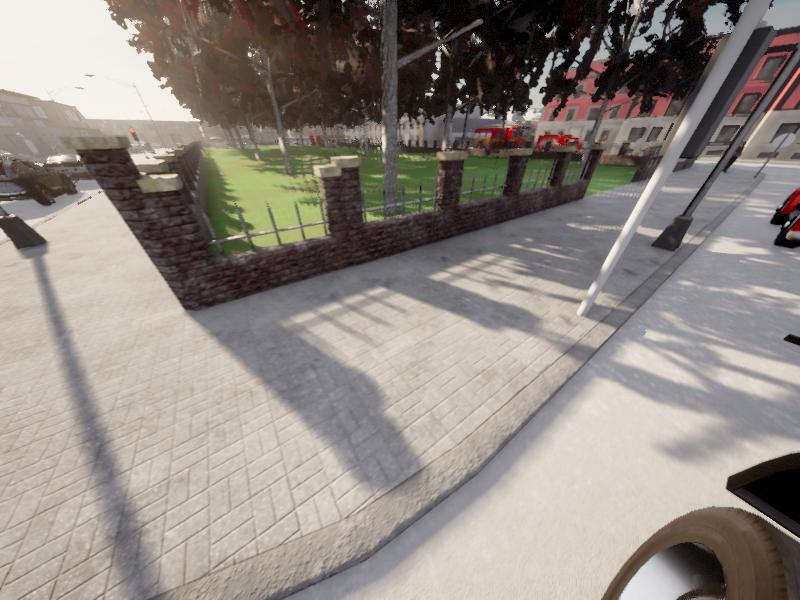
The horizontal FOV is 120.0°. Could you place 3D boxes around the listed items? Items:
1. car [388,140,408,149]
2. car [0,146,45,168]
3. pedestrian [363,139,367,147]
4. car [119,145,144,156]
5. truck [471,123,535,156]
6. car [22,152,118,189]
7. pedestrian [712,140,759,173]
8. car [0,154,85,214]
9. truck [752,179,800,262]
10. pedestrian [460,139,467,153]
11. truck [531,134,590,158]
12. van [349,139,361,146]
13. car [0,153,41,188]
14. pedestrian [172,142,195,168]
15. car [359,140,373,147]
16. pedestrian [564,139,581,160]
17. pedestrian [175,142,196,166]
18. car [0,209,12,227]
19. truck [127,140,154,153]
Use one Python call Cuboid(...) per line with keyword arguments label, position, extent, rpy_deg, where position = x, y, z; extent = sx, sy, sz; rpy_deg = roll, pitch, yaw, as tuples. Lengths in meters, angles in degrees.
Cuboid(label="car", position=(-0.495, -37.681, 55.991), extent=(2.152, 1.651, 5.027), rpy_deg=(-23, 42, -29))
Cuboid(label="car", position=(-38.446, -13.453, 21.828), extent=(4.856, 1.649, 2.033), rpy_deg=(-15, 38, -20))
Cuboid(label="pedestrian", position=(-8.864, -39.849, 58.624), extent=(0.751, 1.860, 0.751), rpy_deg=(-22, 40, -27))
Cuboid(label="car", position=(-48.220, -26.943, 41.556), extent=(1.812, 1.442, 4.674), rpy_deg=(-22, 41, -28))
Cuboid(label="truck", position=(15.682, -25.189, 36.189), extent=(2.891, 3.827, 8.468), rpy_deg=(-22, 41, -28))
Cuboid(label="car", position=(-19.995, -8.207, 14.368), extent=(2.128, 1.511, 4.902), rpy_deg=(-24, 42, -30))
Cuboid(label="pedestrian", position=(22.716, -9.708, 15.684), extent=(0.751, 1.860, 0.751), rpy_deg=(4, 35, 6))
Cuboid(label="car", position=(-16.119, -5.006, 9.702), extent=(2.033, 1.649, 4.856), rpy_deg=(-23, 41, -29))
Cuboid(label="truck", position=(11.187, -2.396, 5.092), extent=(5.204, 2.467, 2.627), rpy_deg=(-22, 41, -28))
Cuboid(label="pedestrian", position=(9.996, -24.336, 36.505), extent=(0.751, 1.860, 0.751), rpy_deg=(1, 35, 2))
Cuboid(label="truck", position=(20.925, -20.322, 30.436), extent=(2.627, 2.467, 5.204), rpy_deg=(-23, 41, -28))
Cuboid(label="van", position=(-15.413, -53.791, 78.927), extent=(1.775, 1.987, 4.442), rpy_deg=(-22, 41, -28))
Cuboid(label="car", position=(-24.606, -7.736, 13.745), extent=(1.837, 1.490, 4.892), rpy_deg=(-22, 41, -28))
Cuboid(label="pedestrian", position=(-18.705, -12.548, 19.988), extent=(0.751, 1.860, 0.751), rpy_deg=(-22, 41, -28))
Cuboid(label="car", position=(-10.843, -49.910, 73.690), extent=(2.033, 1.649, 4.856), rpy_deg=(-22, 41, -28))
Cuboid(label="pedestrian", position=(19.191, -16.783, 25.738), extent=(0.751, 1.860, 0.751), rpy_deg=(-22, 41, -28))
Cuboid(label="pedestrian", position=(-20.200, -13.788, 21.755), extent=(0.751, 1.860, 0.751), rpy_deg=(-22, 40, -27))
Cuboid(label="car", position=(-12.426, -1.726, 5.129), extent=(2.128, 1.511, 4.902), rpy_deg=(-22, 41, -28))
Cuboid(label="truck", position=(-54.475, -32.350, 48.693), extent=(2.390, 2.098, 6.274), rpy_deg=(-22, 41, -28))
